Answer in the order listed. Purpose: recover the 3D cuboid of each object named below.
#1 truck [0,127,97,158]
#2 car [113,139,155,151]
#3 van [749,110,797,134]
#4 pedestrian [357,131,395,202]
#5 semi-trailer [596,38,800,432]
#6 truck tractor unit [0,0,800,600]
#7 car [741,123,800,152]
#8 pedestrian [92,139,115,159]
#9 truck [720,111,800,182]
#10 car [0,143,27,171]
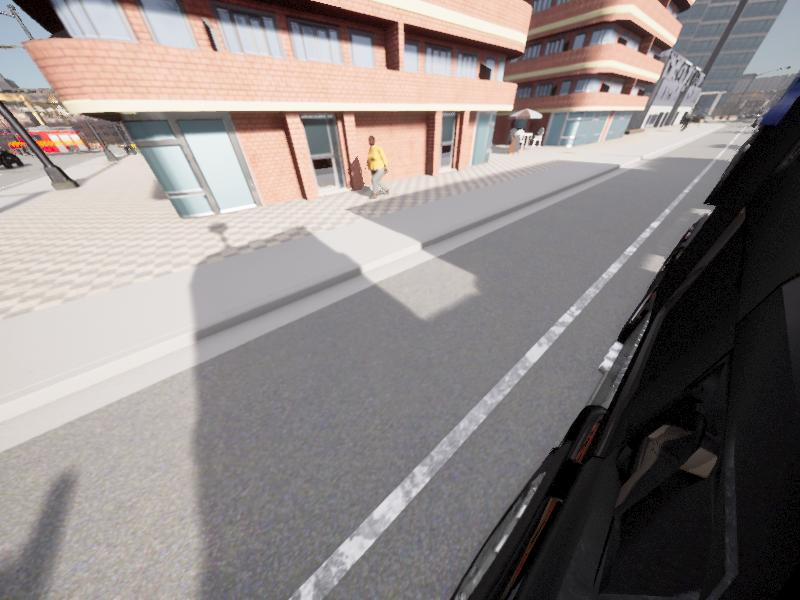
[{"bbox_3d":[-59.041,-26.640,38.933,8.468,3.827,2.891,-24,42,-26],"label":"truck"},{"bbox_3d":[-53.343,-31.215,46.490,5.366,1.575,1.801,-28,44,-29],"label":"car"},{"bbox_3d":[42.951,-20.566,26.736,4.480,2.038,2.069,-28,44,-30],"label":"van"},{"bbox_3d":[-0.739,-4.280,7.443,0.751,1.860,0.751,-28,44,-30],"label":"pedestrian"},{"bbox_3d":[8.779,-3.546,4.150,14.254,4.402,2.717,-27,44,-29],"label":"semi-trailer"},{"bbox_3d":[2.645,-0.295,0.351,6.516,4.208,3.053,-28,44,-30],"label":"truck tractor unit"},{"bbox_3d":[25.985,-11.376,16.083,4.181,1.385,1.994,-27,44,-29],"label":"car"},{"bbox_3d":[-34.859,-17.736,27.170,0.751,1.860,0.751,-29,45,-31],"label":"pedestrian"},{"bbox_3d":[16.572,-6.731,9.876,6.274,2.098,2.390,-27,43,-30],"label":"truck"},{"bbox_3d":[-40.080,-13.981,22.625,2.150,2.045,5.566,-30,45,-32],"label":"car"}]
